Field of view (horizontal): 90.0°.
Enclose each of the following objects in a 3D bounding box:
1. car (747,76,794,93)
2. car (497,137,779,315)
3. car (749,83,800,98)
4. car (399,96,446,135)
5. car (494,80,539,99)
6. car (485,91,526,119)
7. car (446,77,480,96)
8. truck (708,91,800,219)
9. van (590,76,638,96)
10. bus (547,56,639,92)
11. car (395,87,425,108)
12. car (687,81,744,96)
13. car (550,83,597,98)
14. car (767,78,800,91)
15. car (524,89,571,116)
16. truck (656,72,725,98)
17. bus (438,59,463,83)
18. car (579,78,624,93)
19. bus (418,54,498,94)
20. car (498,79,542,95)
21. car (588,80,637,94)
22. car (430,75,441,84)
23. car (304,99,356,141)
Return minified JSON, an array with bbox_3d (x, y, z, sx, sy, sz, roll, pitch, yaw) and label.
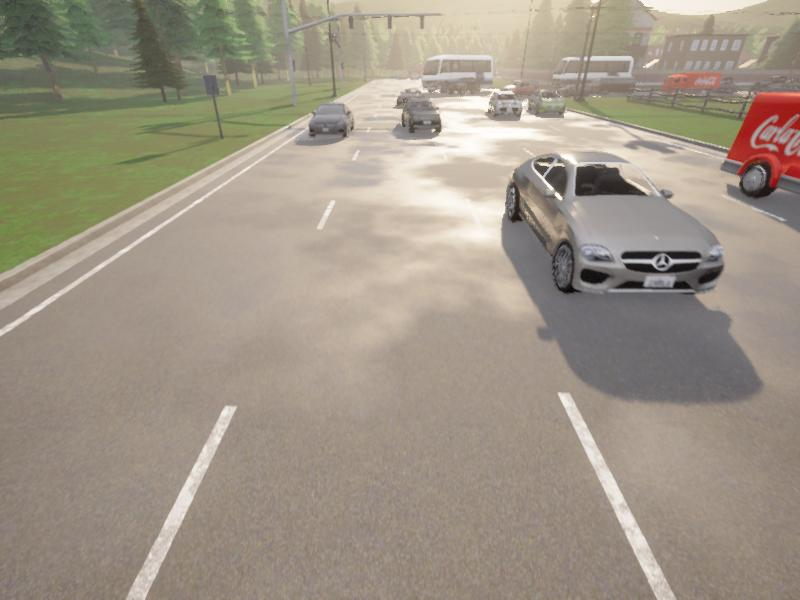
[{"bbox_3d":[50.227,-29.305,54.311,3.866,1.878,1.905,-1,30,0],"label":"car"},{"bbox_3d":[3.509,-1.763,7.423,2.152,1.651,5.027,0,30,0],"label":"car"},{"bbox_3d":[42.670,-23.757,45.337,4.181,1.385,1.994,0,30,0],"label":"car"},{"bbox_3d":[1.111,-10.052,21.681,1.789,1.549,3.705,-4,30,-7],"label":"car"},{"bbox_3d":[13.069,-23.630,44.808,4.611,1.667,2.242,-22,36,-33],"label":"car"},{"bbox_3d":[7.356,-13.798,28.167,1.970,1.475,3.806,1,30,2],"label":"car"},{"bbox_3d":[7.642,-25.861,48.401,1.905,1.878,3.866,26,39,38],"label":"car"},{"bbox_3d":[10.515,-3.215,9.070,2.627,2.467,5.204,0,30,0],"label":"truck"},{"bbox_3d":[25.685,-25.717,48.071,4.442,1.987,1.775,-1,30,-1],"label":"van"},{"bbox_3d":[26.984,-31.970,56.528,10.273,4.253,3.944,-1,30,-1],"label":"bus"},{"bbox_3d":[0.927,-17.908,35.306,1.994,1.385,4.181,5,31,10],"label":"car"},{"bbox_3d":[37.984,-25.569,48.295,4.902,1.511,2.128,0,30,0],"label":"car"},{"bbox_3d":[19.309,-23.367,44.660,4.181,1.385,1.994,-5,31,-9],"label":"car"},{"bbox_3d":[56.090,-30.927,57.459,4.514,1.525,2.007,0,30,0],"label":"car"},{"bbox_3d":[10.861,-14.791,29.819,2.007,1.525,4.514,2,30,3],"label":"car"},{"bbox_3d":[32.511,-24.205,45.000,5.204,2.467,2.627,0,30,0],"label":"truck"},{"bbox_3d":[10.667,-48.776,85.286,3.944,4.253,10.273,0,30,0],"label":"bus"},{"bbox_3d":[27.223,-29.133,54.233,4.611,1.667,2.242,0,30,0],"label":"car"},{"bbox_3d":[7.598,-29.447,52.195,10.273,4.253,3.944,-20,33,-30],"label":"bus"},{"bbox_3d":[14.831,-26.419,49.583,4.611,1.667,2.242,-11,32,-19],"label":"car"},{"bbox_3d":[27.152,-27.290,51.265,4.792,1.488,2.163,0,30,0],"label":"car"},{"bbox_3d":[7.039,-43.700,79.245,1.801,1.575,5.366,0,30,0],"label":"car"},{"bbox_3d":[-3.439,-9.338,20.561,1.812,1.442,4.674,0,30,1],"label":"car"}]
